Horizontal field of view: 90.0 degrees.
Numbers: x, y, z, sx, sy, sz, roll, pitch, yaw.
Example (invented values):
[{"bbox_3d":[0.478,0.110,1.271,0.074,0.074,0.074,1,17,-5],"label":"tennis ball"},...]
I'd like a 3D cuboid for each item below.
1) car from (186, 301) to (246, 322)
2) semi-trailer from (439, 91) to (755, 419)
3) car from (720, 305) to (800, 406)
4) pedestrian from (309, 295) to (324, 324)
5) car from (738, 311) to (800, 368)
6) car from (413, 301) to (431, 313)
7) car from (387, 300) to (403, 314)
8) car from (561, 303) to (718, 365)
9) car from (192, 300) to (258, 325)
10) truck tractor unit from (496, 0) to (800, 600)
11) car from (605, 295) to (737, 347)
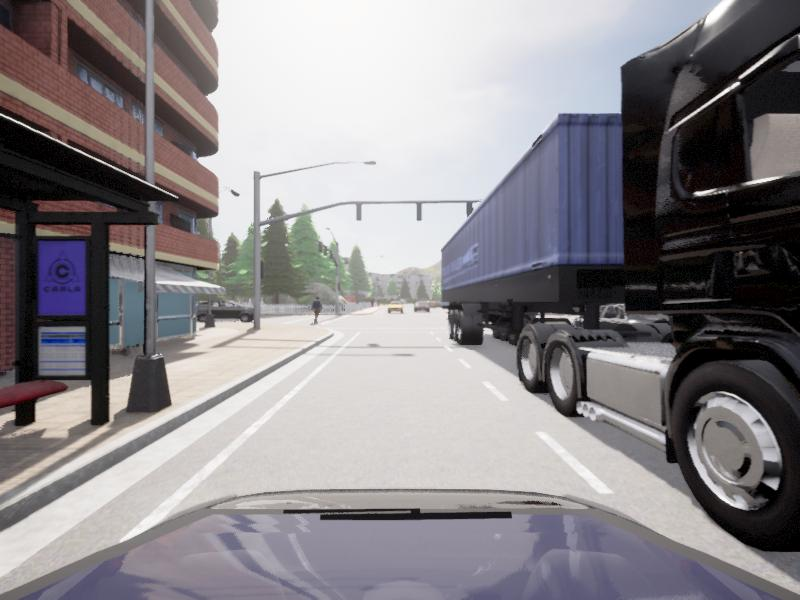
[{"bbox_3d":[-13.498,0.810,29.582,3.806,1.475,1.970,0,0,-15],"label":"car"},{"bbox_3d":[3.345,-0.614,12.504,2.717,4.402,14.254,0,0,-1],"label":"semi-trailer"},{"bbox_3d":[6.934,0.847,5.047,1.837,1.490,4.892,0,0,-1],"label":"car"},{"bbox_3d":[-5.416,0.592,25.978,0.751,1.860,0.751,0,0,3],"label":"pedestrian"},{"bbox_3d":[10.392,0.947,8.785,1.895,1.301,4.718,0,0,-1],"label":"car"},{"bbox_3d":[2.881,0.872,53.680,2.163,1.488,4.792,0,0,-1],"label":"car"},{"bbox_3d":[-0.520,0.821,49.021,1.801,1.575,5.366,0,0,1],"label":"car"},{"bbox_3d":[6.850,0.850,12.256,1.837,1.490,4.892,0,0,-1],"label":"car"},{"bbox_3d":[-11.466,0.770,26.460,3.705,1.549,1.789,0,0,-13],"label":"car"},{"bbox_3d":[3.441,-0.499,4.585,3.053,4.208,6.516,0,0,-1],"label":"truck tractor unit"},{"bbox_3d":[10.313,0.701,15.787,2.097,1.767,4.553,0,0,-1],"label":"car"}]
